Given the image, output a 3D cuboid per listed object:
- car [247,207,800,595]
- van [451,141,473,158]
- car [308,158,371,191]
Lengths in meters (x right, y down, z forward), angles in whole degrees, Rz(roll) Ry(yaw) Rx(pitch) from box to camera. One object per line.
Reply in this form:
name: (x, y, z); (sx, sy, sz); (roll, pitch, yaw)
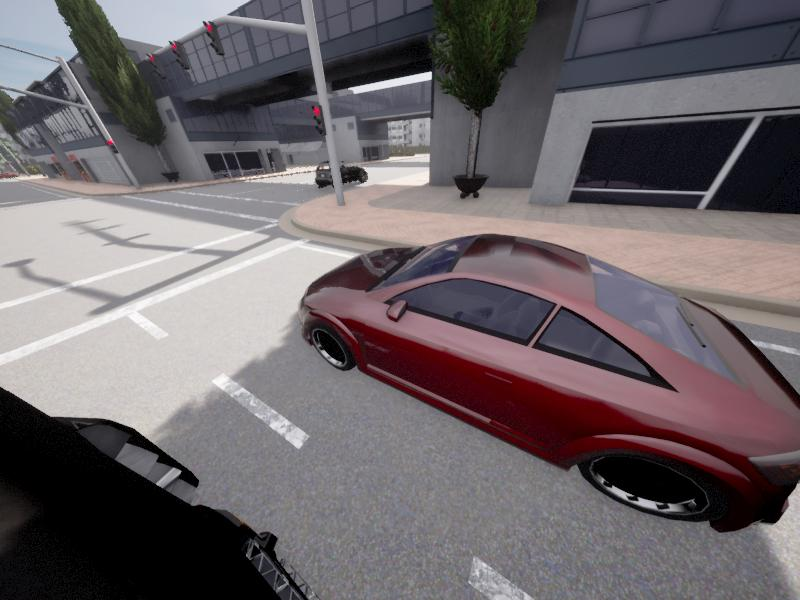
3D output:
car: (0.773, 0.073, 2.537); (4.181, 1.385, 1.994); (16, 38, 26)
van: (11.980, -29.004, 44.396); (1.988, 2.561, 5.915); (16, 38, 26)
car: (-4.067, -8.979, 16.322); (1.851, 1.617, 3.988); (16, 38, 26)
